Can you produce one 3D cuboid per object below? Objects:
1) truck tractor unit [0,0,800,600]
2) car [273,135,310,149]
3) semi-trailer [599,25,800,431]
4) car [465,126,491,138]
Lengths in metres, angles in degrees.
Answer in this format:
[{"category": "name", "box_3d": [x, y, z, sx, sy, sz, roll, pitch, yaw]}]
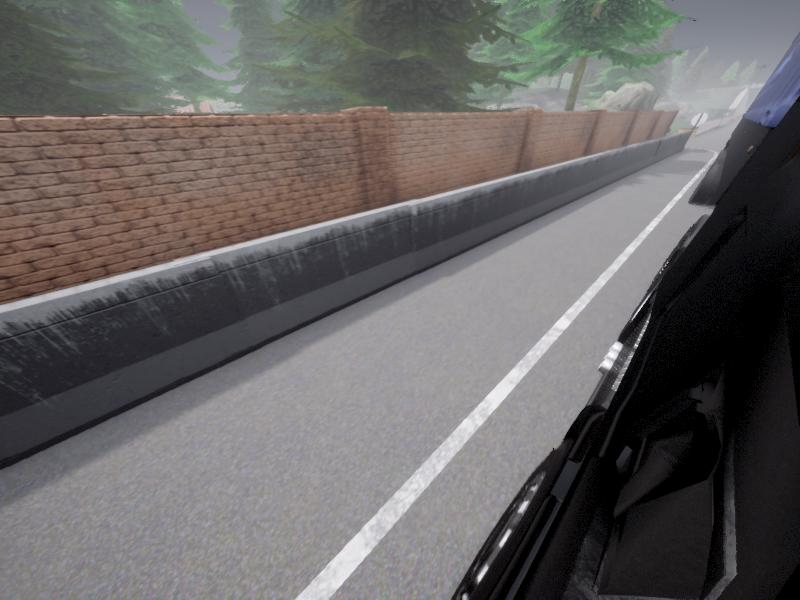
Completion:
[{"category": "truck tractor unit", "box_3d": [2.645, -0.295, 0.352, 6.516, 4.208, 3.053, -28, 44, -30]}, {"category": "car", "box_3d": [-17.586, -25.722, 37.565, 4.856, 1.649, 2.033, -27, 43, -29]}, {"category": "semi-trailer", "box_3d": [8.616, -3.654, 4.316, 14.254, 4.402, 2.717, -29, 44, -31]}, {"category": "car", "box_3d": [13.328, -28.843, 39.687, 1.789, 1.549, 3.705, -28, 44, -29]}]
